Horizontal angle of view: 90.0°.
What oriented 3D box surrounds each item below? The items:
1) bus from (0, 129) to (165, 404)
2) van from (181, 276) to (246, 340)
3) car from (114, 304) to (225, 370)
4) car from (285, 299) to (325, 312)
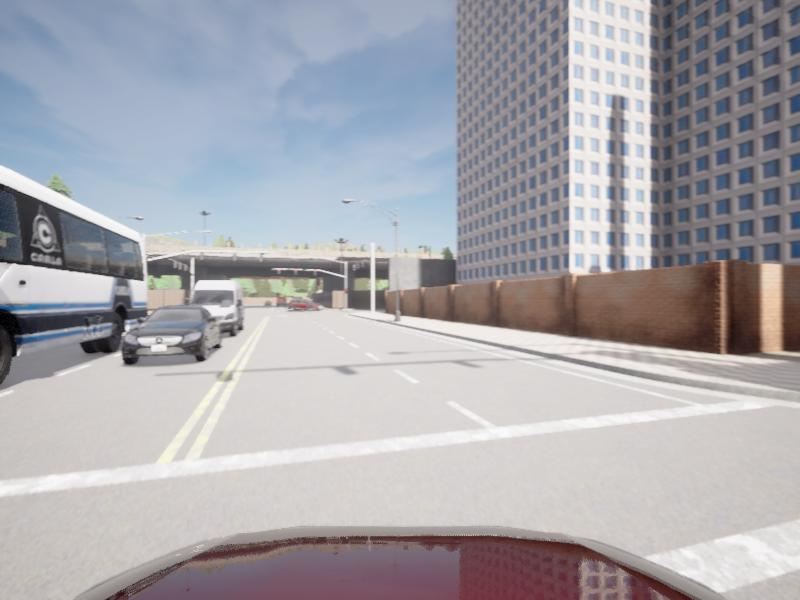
[{"bbox_3d":[-9.328,-0.514,9.738,3.944,4.253,10.273,0,0,-17],"label":"bus"},{"bbox_3d":[-8.656,0.338,19.114,1.988,2.561,5.915,0,0,-17],"label":"van"},{"bbox_3d":[-6.384,0.882,11.698,1.812,1.442,4.674,0,0,-17],"label":"car"},{"bbox_3d":[-12.651,0.761,53.231,4.856,1.649,2.033,0,1,20],"label":"car"}]
